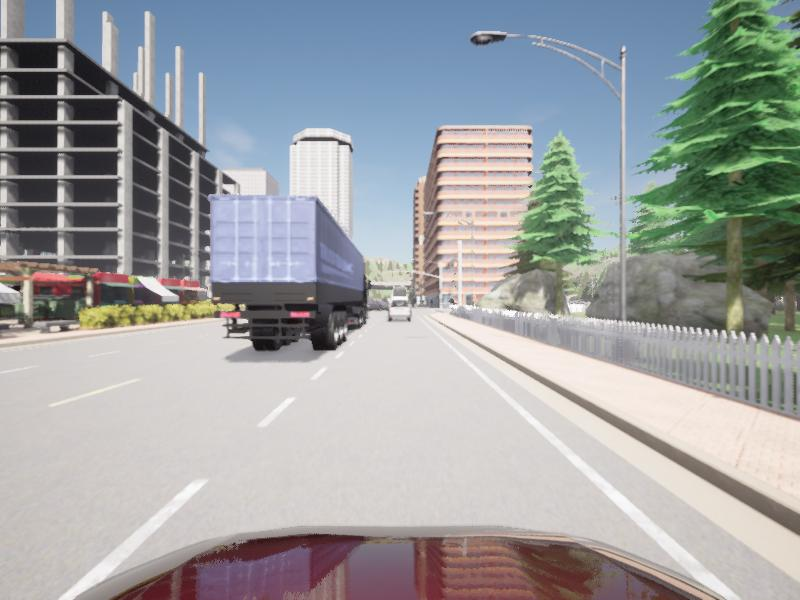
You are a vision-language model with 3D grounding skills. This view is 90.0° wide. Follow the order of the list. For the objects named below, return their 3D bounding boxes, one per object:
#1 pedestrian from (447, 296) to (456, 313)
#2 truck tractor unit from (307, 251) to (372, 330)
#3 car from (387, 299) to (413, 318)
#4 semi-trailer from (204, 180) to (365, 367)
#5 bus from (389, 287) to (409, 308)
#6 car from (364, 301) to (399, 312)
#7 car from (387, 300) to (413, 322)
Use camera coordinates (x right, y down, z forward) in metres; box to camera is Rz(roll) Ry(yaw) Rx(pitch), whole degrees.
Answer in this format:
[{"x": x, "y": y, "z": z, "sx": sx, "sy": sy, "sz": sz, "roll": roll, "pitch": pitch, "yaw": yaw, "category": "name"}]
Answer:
[{"x": 5.677, "y": 0.452, "z": 44.301, "sx": 0.751, "sy": 1.860, "sz": 0.751, "roll": 0, "pitch": 0, "yaw": 34, "category": "pedestrian"}, {"x": -3.420, "y": -0.507, "z": 24.451, "sx": 3.053, "sy": 4.208, "sz": 6.516, "roll": 0, "pitch": 0, "yaw": -1, "category": "truck tractor unit"}, {"x": 0.003, "y": 0.770, "z": 37.182, "sx": 2.242, "sy": 1.667, "sz": 4.611, "roll": 0, "pitch": 0, "yaw": 0, "category": "car"}, {"x": -3.322, "y": -0.611, "z": 16.539, "sx": 2.717, "sy": 4.402, "sz": 14.254, "roll": 0, "pitch": 0, "yaw": -1, "category": "semi-trailer"}, {"x": -0.172, "y": -0.502, "z": 85.629, "sx": 3.944, "sy": 4.253, "sz": 10.273, "roll": 0, "pitch": 0, "yaw": 0, "category": "bus"}, {"x": -2.682, "y": 0.894, "z": 55.668, "sx": 2.033, "sy": 1.411, "sz": 5.357, "roll": 0, "pitch": 0, "yaw": -39, "category": "car"}, {"x": -0.017, "y": 0.799, "z": 30.930, "sx": 1.851, "sy": 1.617, "sz": 3.988, "roll": 0, "pitch": 0, "yaw": 0, "category": "car"}]
